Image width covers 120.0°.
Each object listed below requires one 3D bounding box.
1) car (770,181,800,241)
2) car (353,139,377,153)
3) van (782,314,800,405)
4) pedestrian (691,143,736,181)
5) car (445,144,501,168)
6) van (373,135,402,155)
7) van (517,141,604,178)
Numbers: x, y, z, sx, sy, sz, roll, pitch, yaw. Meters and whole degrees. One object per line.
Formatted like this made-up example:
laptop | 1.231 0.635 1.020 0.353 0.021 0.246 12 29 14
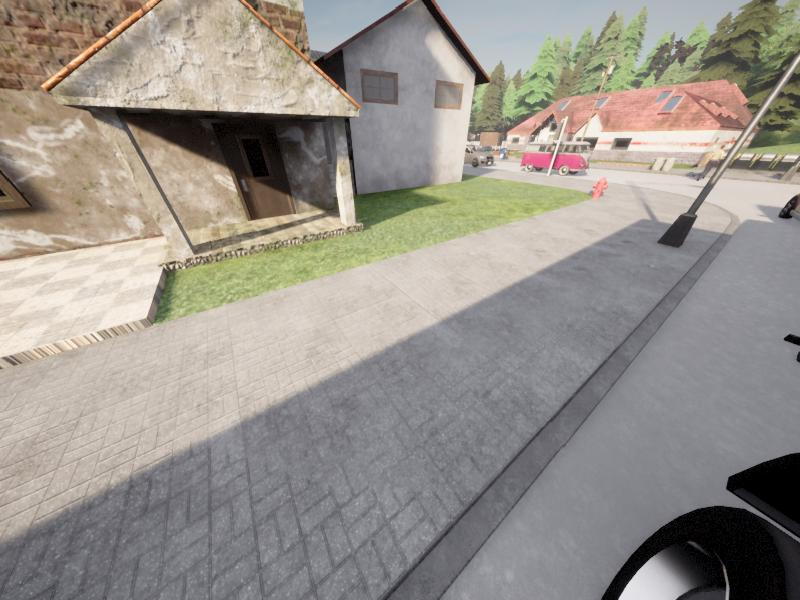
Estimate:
car | 12.321 -2.537 6.083 3.705 1.549 1.789 -30 45 -35
car | -6.679 -29.341 43.836 2.150 2.045 5.566 -22 40 -27
van | 7.074 -0.468 2.338 5.915 2.561 1.988 -20 40 -26
pedestrian | 18.717 -8.250 13.840 0.751 1.860 0.751 -22 41 -28
car | 6.795 -13.838 22.061 2.242 1.667 4.611 -22 40 -27
van | -2.119 -25.734 38.258 1.988 2.561 5.915 -22 41 -27
van | 11.259 -10.223 16.625 1.775 1.987 4.442 -22 40 -27
